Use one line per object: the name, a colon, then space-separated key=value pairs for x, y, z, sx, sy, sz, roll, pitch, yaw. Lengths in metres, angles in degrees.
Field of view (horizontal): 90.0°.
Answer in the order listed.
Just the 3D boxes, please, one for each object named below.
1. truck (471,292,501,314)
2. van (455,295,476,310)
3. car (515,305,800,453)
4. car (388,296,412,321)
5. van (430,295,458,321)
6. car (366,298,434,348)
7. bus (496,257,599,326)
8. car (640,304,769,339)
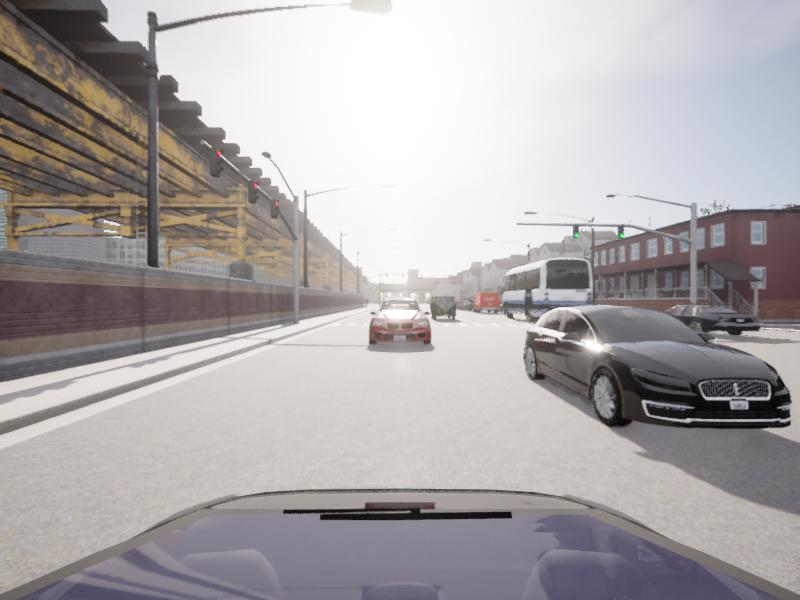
truck: x=10.505 y=0.358 z=49.385 sx=2.627 sy=2.467 sz=5.204 roll=0 pitch=0 yaw=0
van: x=10.508 y=0.384 z=64.580 sx=2.351 sy=2.431 sz=6.366 roll=0 pitch=0 yaw=0
car: x=3.500 y=0.847 z=6.560 sx=1.837 sy=1.490 sz=4.892 roll=0 pitch=0 yaw=0
car: x=0.000 y=0.650 z=32.791 sx=1.905 sy=1.878 sz=3.866 roll=0 pitch=0 yaw=0
van: x=3.503 y=0.602 z=32.606 sx=1.775 sy=1.987 sz=4.442 roll=0 pitch=0 yaw=0
car: x=0.002 y=0.758 z=15.584 sx=2.242 sy=1.667 sz=4.611 roll=0 pitch=0 yaw=0
bus: x=10.382 y=-0.532 z=29.971 sx=3.944 sy=4.253 sz=10.273 roll=0 pitch=0 yaw=0
car: x=14.005 y=0.896 z=18.972 sx=2.033 sy=1.411 sz=5.357 roll=0 pitch=0 yaw=0
